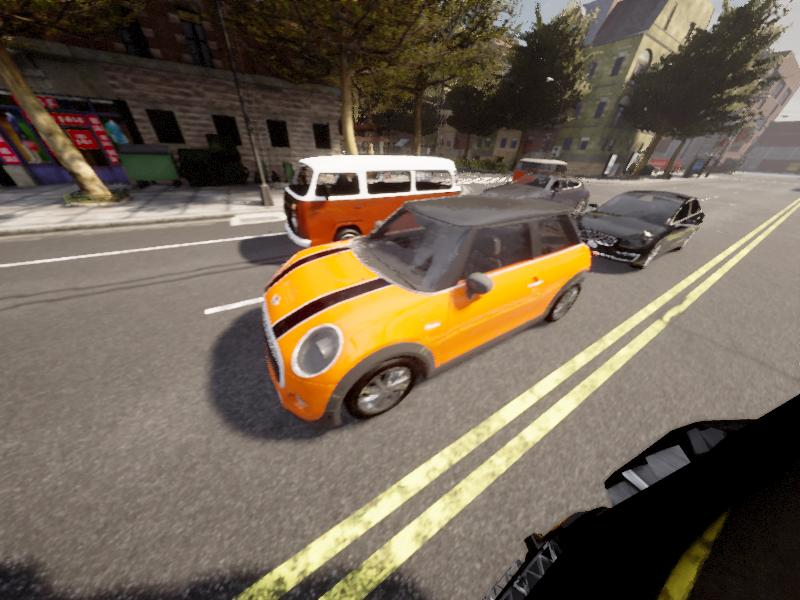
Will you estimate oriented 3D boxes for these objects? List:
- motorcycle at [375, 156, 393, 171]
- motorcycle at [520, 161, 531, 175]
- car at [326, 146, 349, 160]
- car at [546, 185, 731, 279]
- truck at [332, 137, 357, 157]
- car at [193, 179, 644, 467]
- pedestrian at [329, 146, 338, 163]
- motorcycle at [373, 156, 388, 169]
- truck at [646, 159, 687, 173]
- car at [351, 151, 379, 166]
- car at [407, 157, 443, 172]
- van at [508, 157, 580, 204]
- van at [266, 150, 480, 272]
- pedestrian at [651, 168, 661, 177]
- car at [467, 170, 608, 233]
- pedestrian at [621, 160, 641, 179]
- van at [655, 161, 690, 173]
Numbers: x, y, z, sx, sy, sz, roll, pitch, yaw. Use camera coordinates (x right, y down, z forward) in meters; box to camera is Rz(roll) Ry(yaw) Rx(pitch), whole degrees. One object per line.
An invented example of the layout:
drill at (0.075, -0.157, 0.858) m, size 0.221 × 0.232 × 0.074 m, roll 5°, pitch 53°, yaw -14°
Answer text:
motorcycle at (-1.724, -14.965, 25.297) m, size 0.803 × 1.145 × 2.033 m, roll 27°, pitch 39°, yaw 17°
motorcycle at (15.099, -15.873, 27.805) m, size 0.764 × 1.277 × 2.356 m, roll 10°, pitch 33°, yaw 29°
car at (-11.955, -28.195, 44.164) m, size 2.435 × 2.045 × 5.566 m, roll -16°, pitch 38°, yaw -27°
car at (6.615, -2.155, 6.385) m, size 4.892 × 1.490 × 1.837 m, roll -17°, pitch 38°, yaw -27°
truck at (-13.671, -37.663, 56.815) m, size 2.891 × 3.827 × 8.468 m, roll -16°, pitch 38°, yaw -26°
car at (0.576, -0.482, 3.138) m, size 4.553 × 1.767 × 2.097 m, roll -17°, pitch 38°, yaw -27°
pedestrian at (-8.886, -19.520, 31.061) m, size 0.751 × 1.860 × 0.751 m, roll -19°, pitch 39°, yaw -30°
motorcycle at (-2.184, -15.538, 26.060) m, size 0.856 × 1.236 × 1.805 m, roll 19°, pitch 37°, yaw 23°
truck at (60.714, -30.726, 52.791) m, size 2.627 × 2.467 × 5.204 m, roll -16°, pitch 38°, yaw -26°
car at (-5.211, -20.757, 33.861) m, size 2.231 × 1.521 × 4.892 m, roll -16°, pitch 38°, yaw -27°
car at (3.019, -16.823, 28.614) m, size 1.895 × 1.301 × 4.718 m, roll -16°, pitch 38°, yaw -26°
van at (8.366, -7.392, 14.025) m, size 1.775 × 1.987 × 4.442 m, roll 6°, pitch 33°, yaw 5°
van at (-0.533, -2.497, 5.898) m, size 4.480 × 2.038 × 2.069 m, roll -17°, pitch 38°, yaw -27°
pedestrian at (37.528, -18.744, 33.850) m, size 0.500 × 1.100 × 0.500 m, roll -16°, pitch 38°, yaw -26°
car at (5.414, -4.092, 9.127) m, size 5.027 × 1.651 × 2.152 m, roll -17°, pitch 38°, yaw -27°
pedestrian at (28.135, -15.894, 28.155) m, size 0.751 × 1.860 × 0.751 m, roll -15°, pitch 37°, yaw -25°
van at (63.900, -31.245, 54.209) m, size 2.069 × 2.038 × 4.480 m, roll -16°, pitch 38°, yaw -26°
